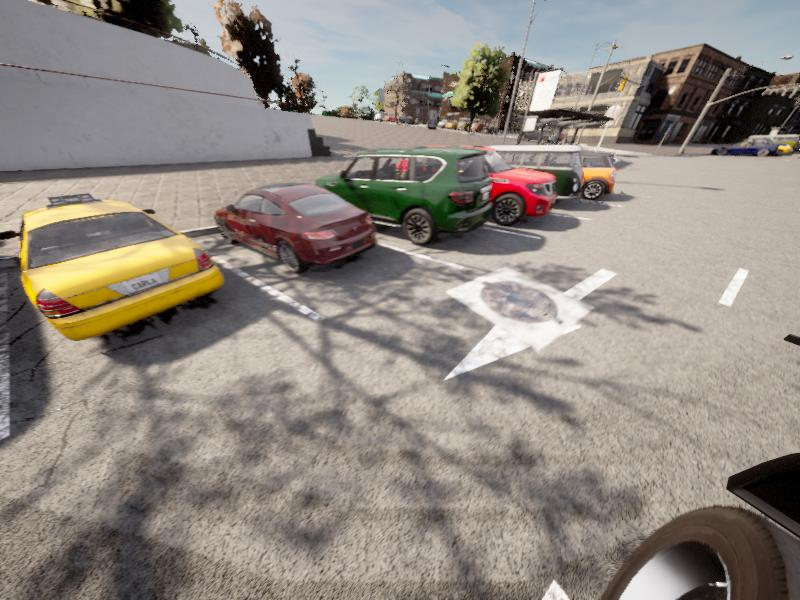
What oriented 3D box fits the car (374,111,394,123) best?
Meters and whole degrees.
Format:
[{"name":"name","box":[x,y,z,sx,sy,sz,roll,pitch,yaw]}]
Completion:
[{"name":"car","box":[-4.412,-49.829,63.047,2.435,2.045,5.566,23,39,28]}]

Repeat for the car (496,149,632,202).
[{"name":"car","box":[7.334,-5.979,10.806,4.553,1.767,2.185,22,41,30]}]

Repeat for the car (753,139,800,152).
[{"name":"car","box":[55.743,-22.396,33.500,4.674,1.452,2.002,27,43,34]}]

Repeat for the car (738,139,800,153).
[{"name":"car","box":[50.380,-20.795,31.221,4.892,1.521,2.231,26,42,34]}]

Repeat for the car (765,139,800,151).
[{"name":"car","box":[61.134,-23.991,35.702,4.674,1.452,2.002,27,44,35]}]

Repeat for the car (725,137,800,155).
[{"name":"car","box":[45.034,-19.238,28.850,4.553,1.767,2.185,26,42,33]}]

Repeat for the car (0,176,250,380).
[{"name":"car","box":[-5.307,-1.057,4.132,5.366,1.575,1.946,22,41,29]}]

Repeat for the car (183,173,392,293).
[{"name":"car","box":[-2.672,-1.944,5.442,4.674,1.452,2.002,22,41,29]}]

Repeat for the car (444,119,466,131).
[{"name":"car","box":[11.044,-35.068,46.403,1.946,1.575,5.366,27,43,25]}]

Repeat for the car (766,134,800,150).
[{"name":"car","box":[63.864,-25.011,36.613,5.566,2.045,2.435,28,43,35]}]

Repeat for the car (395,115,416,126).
[{"name":"car","box":[1.136,-38.607,49.771,2.128,1.511,4.902,-20,45,-29]}]

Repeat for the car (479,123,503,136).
[{"name":"car","box":[15.979,-30.009,40.608,2.231,1.521,4.892,27,43,25]}]

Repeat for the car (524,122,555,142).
[{"name":"car","box":[21.062,-25.260,34.810,2.435,2.045,5.566,27,43,25]}]

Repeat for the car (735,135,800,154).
[{"name":"car","box":[47.802,-20.107,29.876,4.442,1.987,1.878,26,42,34]}]

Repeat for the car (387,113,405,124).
[{"name":"car","box":[-0.993,-46.614,59.345,2.185,1.767,4.553,26,42,25]}]

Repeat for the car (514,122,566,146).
[{"name":"car","box":[16.599,-19.834,27.602,1.932,1.855,4.605,-20,46,-28]}]

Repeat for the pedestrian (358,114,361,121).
[{"name":"pedestrian","box":[-7.983,-35.961,45.534,0.500,1.100,0.500,-17,38,-25]}]

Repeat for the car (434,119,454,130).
[{"name":"car","box":[9.252,-36.605,48.198,2.002,1.452,4.674,27,43,25]}]

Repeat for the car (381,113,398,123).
[{"name":"car","box":[-2.681,-48.239,61.258,2.185,1.767,4.553,24,40,26]}]

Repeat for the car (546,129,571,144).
[{"name":"car","box":[22.713,-23.365,33.085,2.002,1.452,4.674,27,43,25]}]

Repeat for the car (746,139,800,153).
[{"name":"car","box":[53.060,-21.579,32.370,4.674,1.452,2.002,27,43,34]}]

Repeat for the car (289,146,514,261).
[{"name":"car","box":[-0.216,-3.178,6.670,5.566,2.045,2.435,22,41,29]}]

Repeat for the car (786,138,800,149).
[{"name":"car","box":[72.016,-27.110,39.935,5.008,1.535,2.097,29,44,36]}]

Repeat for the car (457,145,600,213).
[{"name":"car","box":[4.894,-5.070,9.357,4.442,1.987,1.878,22,40,29]}]

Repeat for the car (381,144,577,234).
[{"name":"car","box":[2.327,-4.144,8.021,5.566,2.045,2.435,22,40,29]}]

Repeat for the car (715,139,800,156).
[{"name":"car","box":[42.550,-18.208,27.623,5.366,1.575,1.946,26,42,33]}]

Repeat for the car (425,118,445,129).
[{"name":"car","box":[7.551,-38.258,50.081,2.002,1.452,4.674,27,43,25]}]

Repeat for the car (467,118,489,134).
[{"name":"car","box":[14.257,-31.788,42.281,1.878,1.987,4.442,28,43,25]}]

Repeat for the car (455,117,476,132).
[{"name":"car","box":[12.570,-33.446,44.173,1.878,1.987,4.442,28,43,25]}]

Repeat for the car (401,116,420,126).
[{"name":"car","box":[2.573,-43.318,55.810,1.946,1.575,5.366,27,42,25]}]

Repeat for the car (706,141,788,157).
[{"name":"car","box":[39.719,-17.488,26.706,4.792,1.488,2.163,25,43,33]}]

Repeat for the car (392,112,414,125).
[{"name":"car","box":[0.759,-45.058,57.387,2.435,2.045,5.566,27,43,24]}]

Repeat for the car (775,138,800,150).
[{"name":"car","box":[66.559,-25.592,37.844,5.008,1.535,2.097,28,43,35]}]
